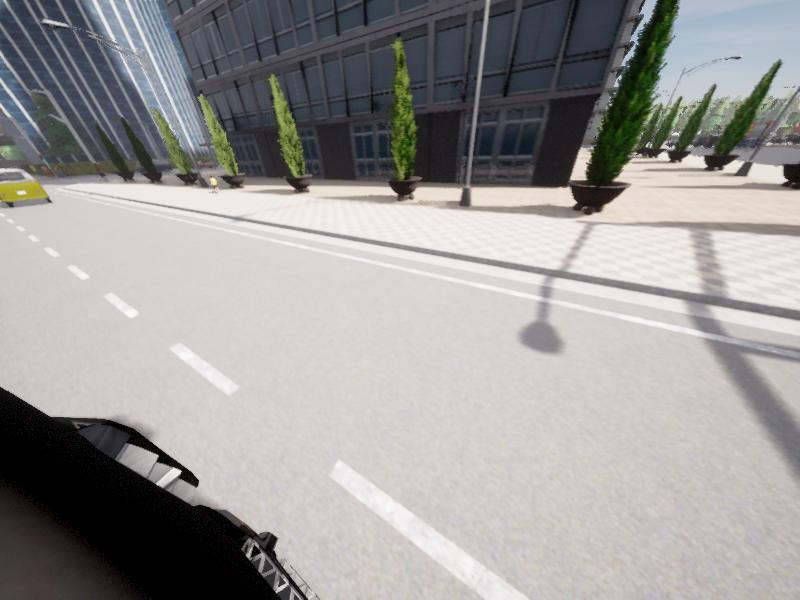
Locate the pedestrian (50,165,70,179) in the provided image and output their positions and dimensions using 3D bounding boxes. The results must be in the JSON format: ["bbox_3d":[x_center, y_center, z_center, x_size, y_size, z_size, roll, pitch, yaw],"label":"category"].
[{"bbox_3d":[-51.630,-19.438,35.063,0.751,1.860,0.751,12,36,21],"label":"pedestrian"}]

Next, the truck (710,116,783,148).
[{"bbox_3d":[58.452,-28.501,39.469,2.891,3.827,8.468,15,37,25],"label":"truck"}]

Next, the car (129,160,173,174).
[{"bbox_3d":[-43.591,-23.426,40.566,1.932,1.855,4.605,16,38,25],"label":"car"}]

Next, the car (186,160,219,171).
[{"bbox_3d":[-37.359,-25.609,43.805,1.816,1.474,4.193,16,38,25],"label":"car"}]

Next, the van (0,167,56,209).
[{"bbox_3d":[-24.480,-7.248,14.758,4.442,1.987,1.775,19,39,29],"label":"van"}]

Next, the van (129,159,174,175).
[{"bbox_3d":[-41.049,-22.108,38.308,1.775,1.987,4.442,16,38,25],"label":"van"}]

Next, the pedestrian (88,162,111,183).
[{"bbox_3d":[-32.490,-13.809,24.997,0.751,1.860,0.751,22,40,32],"label":"pedestrian"}]

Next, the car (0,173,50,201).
[{"bbox_3d":[-29.672,-8.762,17.812,4.514,1.525,2.007,16,38,26],"label":"car"}]

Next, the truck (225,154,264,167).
[{"bbox_3d":[-33.284,-30.004,49.597,2.390,2.098,6.274,16,38,25],"label":"truck"}]

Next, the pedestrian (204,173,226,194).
[{"bbox_3d":[-11.450,-7.207,14.299,0.500,1.100,0.500,15,38,25],"label":"pedestrian"}]

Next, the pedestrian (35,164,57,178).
[{"bbox_3d":[-55.537,-20.238,36.258,0.751,1.860,0.751,-8,34,-8],"label":"pedestrian"}]

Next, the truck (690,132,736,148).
[{"bbox_3d":[55.036,-28.234,40.862,2.390,2.098,6.274,15,37,25],"label":"truck"}]
